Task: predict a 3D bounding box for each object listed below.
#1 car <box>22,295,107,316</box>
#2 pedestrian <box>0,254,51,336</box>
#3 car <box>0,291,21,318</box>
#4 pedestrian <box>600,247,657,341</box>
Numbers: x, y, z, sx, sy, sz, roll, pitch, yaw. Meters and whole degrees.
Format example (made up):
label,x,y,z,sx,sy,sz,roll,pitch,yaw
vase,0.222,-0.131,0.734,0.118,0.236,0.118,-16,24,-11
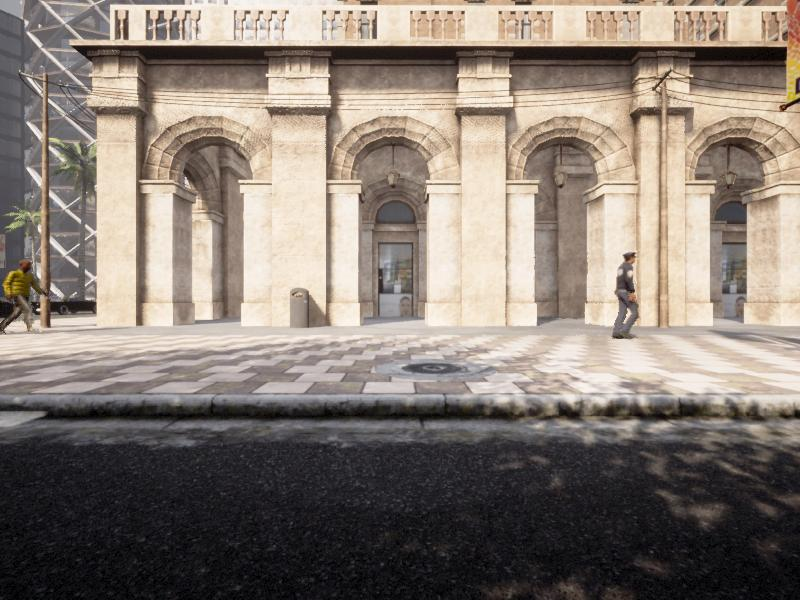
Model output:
label,x,y,z,sx,sy,sz,roll,pitch,yaw
car,-23.035,0.340,27.750,1.895,1.301,4.718,0,0,0
pedestrian,-8.997,-0.116,9.508,0.751,1.860,0.751,0,0,-3
car,-23.029,0.251,21.246,1.816,1.474,4.193,0,0,0
pedestrian,4.712,-0.114,8.302,0.751,1.860,0.751,0,0,2
